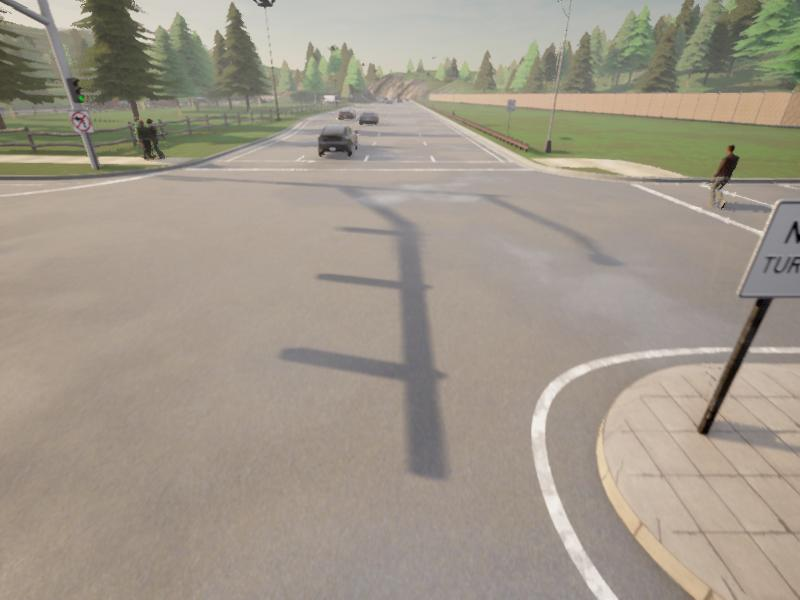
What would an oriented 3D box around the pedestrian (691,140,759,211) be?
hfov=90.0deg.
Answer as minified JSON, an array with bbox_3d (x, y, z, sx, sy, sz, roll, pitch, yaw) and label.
[{"bbox_3d":[9.378,-3.619,11.619,0.751,1.860,0.751,-3,27,-6],"label":"pedestrian"}]

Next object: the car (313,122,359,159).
[{"bbox_3d":[-3.523,-9.231,22.928,1.837,1.490,4.892,0,28,0],"label":"car"}]

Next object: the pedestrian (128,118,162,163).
[{"bbox_3d":[-11.815,-7.416,18.572,0.751,1.860,0.751,-24,36,-38],"label":"pedestrian"}]

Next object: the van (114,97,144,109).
[{"bbox_3d":[-61.082,-44.575,90.356,2.351,2.431,6.366,0,27,0],"label":"van"}]

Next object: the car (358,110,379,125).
[{"bbox_3d":[-3.536,-20.798,45.555,1.994,1.385,4.181,0,27,0],"label":"car"}]

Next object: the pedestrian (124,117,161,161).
[{"bbox_3d":[-12.315,-7.724,19.168,0.751,1.860,0.751,13,30,24],"label":"pedestrian"}]

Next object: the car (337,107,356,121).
[{"bbox_3d":[-7.042,-24.774,53.187,1.812,1.442,4.674,0,27,0],"label":"car"}]

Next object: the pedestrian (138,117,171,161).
[{"bbox_3d":[-11.693,-7.678,19.082,0.751,1.860,0.751,-23,35,-37],"label":"pedestrian"}]
